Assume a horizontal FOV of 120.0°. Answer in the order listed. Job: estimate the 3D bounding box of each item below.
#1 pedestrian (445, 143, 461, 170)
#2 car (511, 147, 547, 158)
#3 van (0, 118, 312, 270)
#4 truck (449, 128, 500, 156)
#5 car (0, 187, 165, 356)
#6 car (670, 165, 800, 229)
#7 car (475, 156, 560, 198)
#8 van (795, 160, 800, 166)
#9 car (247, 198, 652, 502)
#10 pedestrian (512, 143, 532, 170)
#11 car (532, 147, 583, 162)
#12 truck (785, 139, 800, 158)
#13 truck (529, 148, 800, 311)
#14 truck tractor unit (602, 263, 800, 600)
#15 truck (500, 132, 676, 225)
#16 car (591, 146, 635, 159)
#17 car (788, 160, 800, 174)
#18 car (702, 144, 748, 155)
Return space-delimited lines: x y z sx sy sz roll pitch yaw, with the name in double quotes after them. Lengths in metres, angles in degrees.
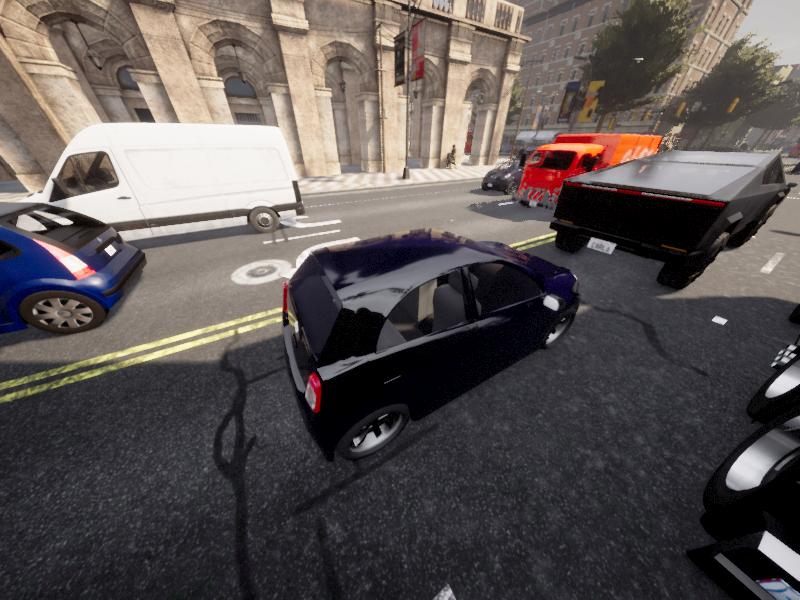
4.382 -11.882 19.151 0.751 1.860 0.751 -15 38 -20 "pedestrian"
20.435 -23.555 36.829 1.895 1.301 4.718 -18 39 -24 "car"
-5.825 -3.006 6.048 5.915 2.561 1.988 -18 39 -24 "van"
12.853 -28.118 41.114 2.891 3.827 8.468 -18 39 -24 "truck"
-6.145 -0.215 2.854 3.988 1.617 1.851 -18 39 -24 "car"
12.256 -3.857 8.333 3.806 1.475 1.970 -18 39 -25 "car"
6.008 -6.454 11.965 3.633 1.501 1.845 -19 39 -25 "car"
48.498 -16.456 25.855 6.366 2.431 2.351 -14 38 -20 "van"
0.565 -0.045 2.727 3.633 1.501 1.845 -18 39 -24 "car"
10.258 -12.078 19.475 0.751 1.860 0.751 -15 38 -21 "pedestrian"
20.709 -19.373 30.640 2.128 1.511 4.902 -18 39 -24 "car"
68.588 -25.794 38.181 8.468 3.827 2.891 -18 39 -25 "truck"
6.360 -2.163 5.312 6.274 2.098 2.390 -18 39 -24 "truck"
5.107 -0.304 0.785 6.516 4.208 3.053 -18 39 -24 "truck tractor unit"
6.983 -4.833 8.826 5.204 2.467 2.627 -18 39 -24 "truck"
33.726 -23.561 36.807 1.812 1.442 4.674 -18 39 -24 "car"
36.230 -11.751 19.935 4.181 1.385 1.994 -18 39 -25 "car"
67.744 -31.525 48.318 1.930 1.638 5.238 -3 35 -5 "car"
